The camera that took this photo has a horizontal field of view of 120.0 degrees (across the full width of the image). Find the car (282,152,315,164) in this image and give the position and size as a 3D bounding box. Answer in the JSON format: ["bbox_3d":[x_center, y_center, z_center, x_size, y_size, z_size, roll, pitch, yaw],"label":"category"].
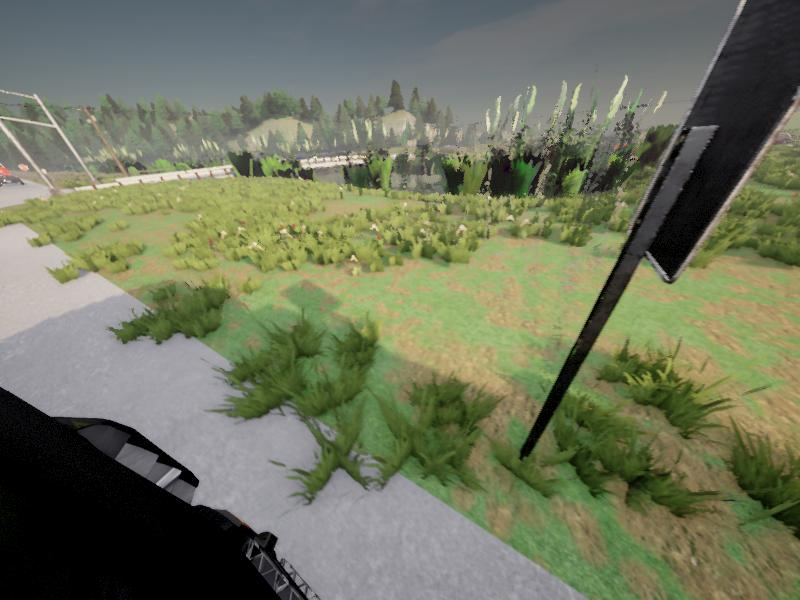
[{"bbox_3d":[-16.801,-23.670,38.481,1.812,1.442,4.674,21,41,32],"label":"car"}]

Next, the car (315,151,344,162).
[{"bbox_3d":[-11.808,-24.216,38.994,1.994,1.385,4.181,21,40,32],"label":"car"}]

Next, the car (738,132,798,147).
[{"bbox_3d":[50.965,-22.260,32.116,3.806,1.475,1.970,20,40,30],"label":"car"}]

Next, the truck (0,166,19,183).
[{"bbox_3d":[-76.279,-24.004,44.132,5.204,2.467,2.627,18,39,28],"label":"truck"}]

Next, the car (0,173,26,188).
[{"bbox_3d":[-58.730,-17.966,34.611,5.027,1.651,2.152,18,39,28],"label":"car"}]
